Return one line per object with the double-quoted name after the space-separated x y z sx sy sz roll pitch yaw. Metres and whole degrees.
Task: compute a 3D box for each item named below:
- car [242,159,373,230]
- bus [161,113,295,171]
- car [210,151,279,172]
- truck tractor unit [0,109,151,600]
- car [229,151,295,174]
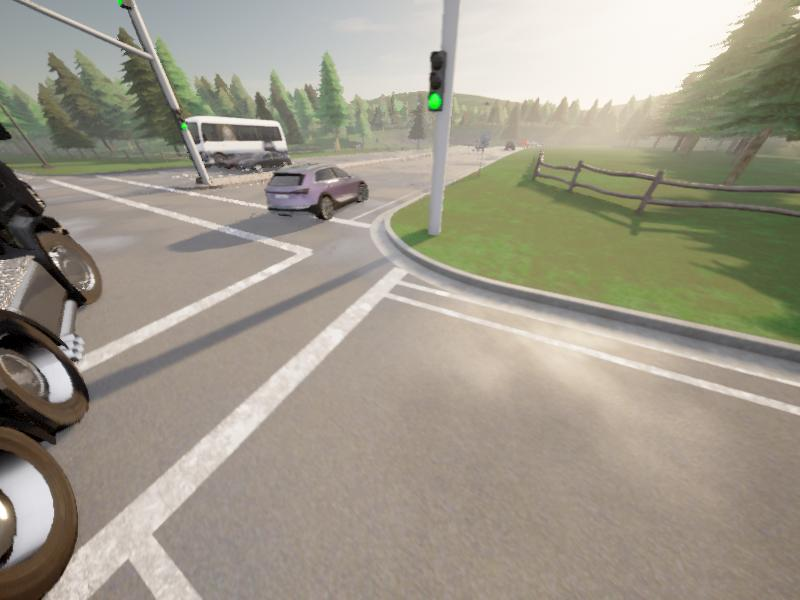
-2.972 -4.357 8.937 2.033 1.649 4.856 9 36 15 "car"
-17.347 -16.970 24.975 3.944 4.253 10.273 15 38 21 "bus"
-15.218 -13.898 23.029 2.033 1.411 5.357 15 38 21 "car"
-4.826 -0.516 1.096 6.516 4.208 3.053 29 44 35 "truck tractor unit"
-12.371 -12.725 21.226 1.837 1.490 4.892 15 38 21 "car"
